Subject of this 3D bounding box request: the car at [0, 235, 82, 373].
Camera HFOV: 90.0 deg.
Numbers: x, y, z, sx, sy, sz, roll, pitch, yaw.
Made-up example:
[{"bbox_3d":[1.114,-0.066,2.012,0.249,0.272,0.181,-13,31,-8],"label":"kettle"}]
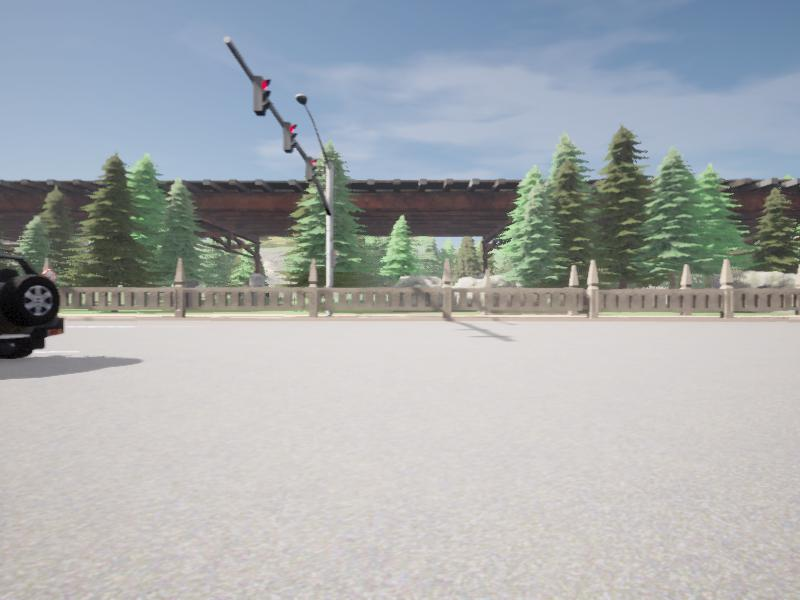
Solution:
[{"bbox_3d":[-7.669,0.043,5.791,4.605,1.855,1.932,1,-1,2],"label":"car"}]
